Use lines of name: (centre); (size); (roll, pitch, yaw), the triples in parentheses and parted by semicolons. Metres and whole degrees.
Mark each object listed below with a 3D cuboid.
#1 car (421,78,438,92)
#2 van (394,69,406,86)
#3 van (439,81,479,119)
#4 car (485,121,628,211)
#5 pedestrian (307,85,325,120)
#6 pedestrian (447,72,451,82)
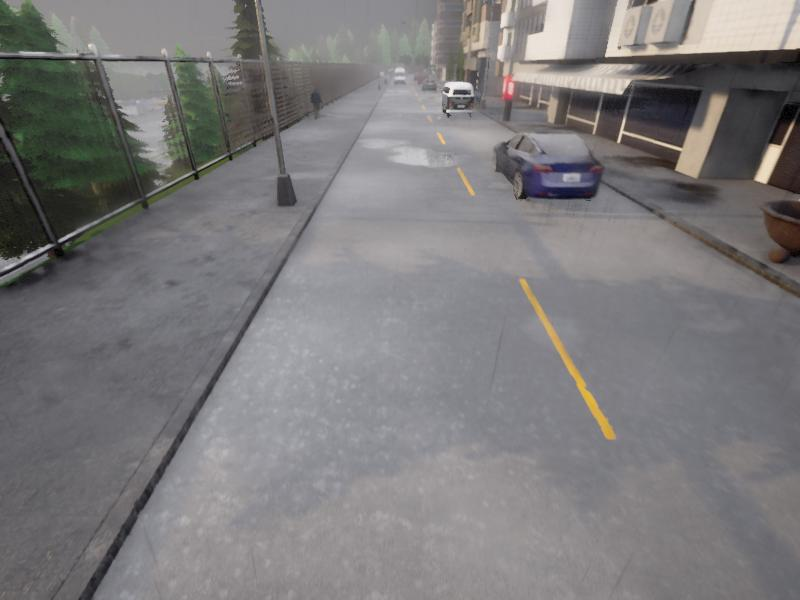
car: (3.992, -29.352, 54.622); (1.970, 1.475, 3.806); (0, 30, 0)
van: (-0.011, -38.815, 69.678); (1.988, 2.561, 5.915); (0, 30, 0)
van: (3.996, -13.992, 27.851); (2.069, 2.038, 4.480); (0, 30, 0)
car: (3.999, -3.997, 11.347); (2.163, 1.488, 4.792); (0, 30, 0)
pedestrian: (-5.128, -12.045, 24.451); (0.751, 1.860, 0.751); (-1, 30, -1)
pedestrian: (9.810, -44.654, 80.076); (0.751, 1.860, 0.751); (-1, 30, -2)
